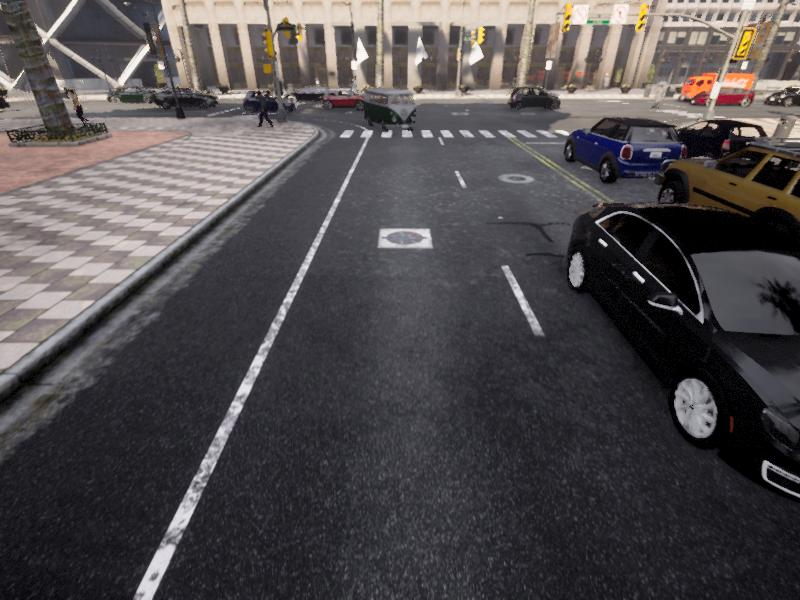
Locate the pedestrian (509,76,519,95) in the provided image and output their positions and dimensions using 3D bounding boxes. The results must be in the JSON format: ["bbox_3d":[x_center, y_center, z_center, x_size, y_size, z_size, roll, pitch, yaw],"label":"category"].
[{"bbox_3d":[12.888,-24.291,45.357,0.751,1.860,0.751,2,30,3],"label":"pedestrian"}]

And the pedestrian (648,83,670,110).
[{"bbox_3d":[20.642,-16.240,31.892,0.751,1.860,0.751,-1,30,-1],"label":"pedestrian"}]

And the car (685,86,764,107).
[{"bbox_3d":[28.163,-17.747,34.895,4.792,1.488,2.163,0,30,1],"label":"car"}]

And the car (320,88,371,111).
[{"bbox_3d":[-4.290,-16.108,32.088,3.806,1.475,1.970,0,30,0],"label":"car"}]

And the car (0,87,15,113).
[{"bbox_3d":[-32.263,-14.603,29.345,5.238,1.638,1.930,-14,33,-23],"label":"car"}]

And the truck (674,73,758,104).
[{"bbox_3d":[29.557,-19.934,37.656,5.204,2.467,2.627,0,30,0],"label":"truck"}]

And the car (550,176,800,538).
[{"bbox_3d":[3.588,-0.107,4.705,1.837,1.490,4.892,0,31,0],"label":"car"}]

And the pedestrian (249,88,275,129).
[{"bbox_3d":[-7.187,-9.978,20.874,0.751,1.860,0.751,5,31,9],"label":"pedestrian"}]

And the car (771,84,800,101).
[{"bbox_3d":[41.237,-21.061,40.569,4.792,1.488,2.163,0,30,0],"label":"car"}]

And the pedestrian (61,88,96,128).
[{"bbox_3d":[-17.063,-10.201,21.253,0.751,1.860,0.751,-10,32,-17],"label":"pedestrian"}]

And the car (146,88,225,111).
[{"bbox_3d":[-17.027,-16.078,31.999,4.902,1.511,2.128,-1,30,-2],"label":"car"}]

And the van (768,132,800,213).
[{"bbox_3d":[10.600,-2.208,7.268,1.988,2.561,5.915,0,30,0],"label":"van"}]

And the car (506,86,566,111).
[{"bbox_3d":[10.747,-16.114,31.974,3.988,1.617,1.851,0,30,1],"label":"car"}]

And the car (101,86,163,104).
[{"bbox_3d":[-25.018,-19.223,37.518,4.181,1.385,1.994,-5,31,-8],"label":"car"}]

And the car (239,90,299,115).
[{"bbox_3d":[-9.426,-14.368,29.059,3.633,1.501,1.845,0,30,-1],"label":"car"}]

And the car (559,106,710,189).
[{"bbox_3d":[7.104,-5.079,12.914,2.097,1.767,4.553,0,30,0],"label":"car"}]

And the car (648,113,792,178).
[{"bbox_3d":[10.613,-5.389,13.707,1.845,1.501,3.633,0,30,1],"label":"car"}]

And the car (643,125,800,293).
[{"bbox_3d":[7.096,-2.061,7.669,1.932,1.855,4.605,0,30,0],"label":"car"}]

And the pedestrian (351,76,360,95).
[{"bbox_3d":[-5.003,-24.126,45.072,0.751,1.860,0.751,-11,32,-18],"label":"pedestrian"}]

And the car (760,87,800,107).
[{"bbox_3d":[34.405,-17.716,34.847,3.806,1.475,1.970,0,30,0],"label":"car"}]

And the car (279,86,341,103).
[{"bbox_3d":[-8.467,-19.650,38.226,5.357,1.411,2.033,0,30,0],"label":"car"}]

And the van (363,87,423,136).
[{"bbox_3d":[-0.512,-10.284,21.624,1.775,1.987,4.442,-10,32,-18],"label":"van"}]
